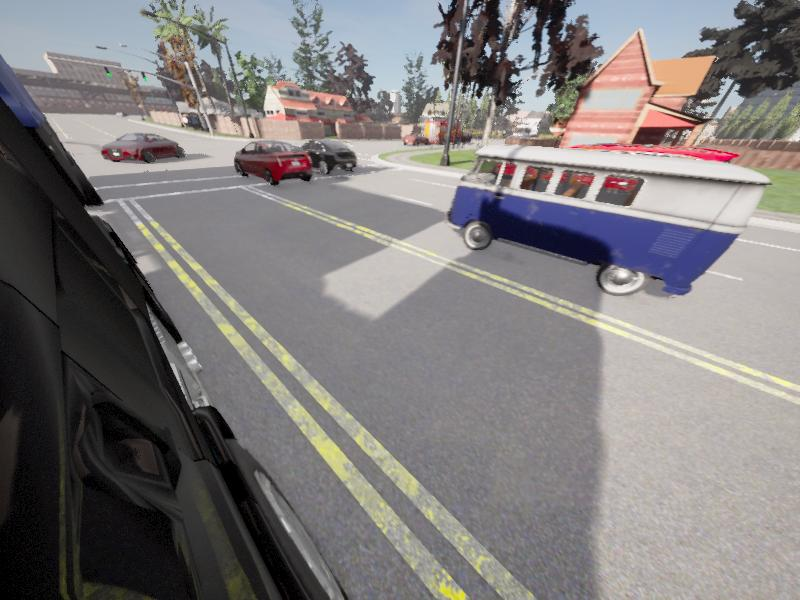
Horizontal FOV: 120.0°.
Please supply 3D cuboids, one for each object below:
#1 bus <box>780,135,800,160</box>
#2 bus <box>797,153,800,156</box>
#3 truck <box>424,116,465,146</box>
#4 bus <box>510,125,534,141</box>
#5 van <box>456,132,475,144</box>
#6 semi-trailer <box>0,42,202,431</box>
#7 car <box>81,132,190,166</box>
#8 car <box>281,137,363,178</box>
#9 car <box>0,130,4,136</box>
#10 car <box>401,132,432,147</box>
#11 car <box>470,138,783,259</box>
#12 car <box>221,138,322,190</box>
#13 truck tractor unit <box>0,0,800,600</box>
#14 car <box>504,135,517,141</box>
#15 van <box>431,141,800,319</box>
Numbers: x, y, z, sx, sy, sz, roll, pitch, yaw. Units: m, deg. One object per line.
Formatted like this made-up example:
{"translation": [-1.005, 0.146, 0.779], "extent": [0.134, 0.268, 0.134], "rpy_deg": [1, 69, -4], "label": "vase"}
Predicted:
{"translation": [76.359, -27.821, 41.894], "extent": [3.944, 4.253, 10.273], "rpy_deg": [28, 43, 30], "label": "bus"}
{"translation": [95.292, -33.784, 50.929], "extent": [3.944, 4.253, 10.273], "rpy_deg": [28, 44, 30], "label": "bus"}
{"translation": [7.920, -29.699, 40.746], "extent": [2.891, 3.827, 8.468], "rpy_deg": [27, 43, 29], "label": "truck"}
{"translation": [43.124, -58.633, 81.270], "extent": [3.944, 4.253, 10.273], "rpy_deg": [27, 43, 29], "label": "bus"}
{"translation": [13.314, -33.035, 47.079], "extent": [1.775, 1.987, 4.442], "rpy_deg": [25, 42, 27], "label": "van"}
{"translation": [-8.705, -3.586, 4.242], "extent": [14.254, 4.402, 2.717], "rpy_deg": [28, 44, 30], "label": "semi-trailer"}
{"translation": [-15.438, -9.215, 13.945], "extent": [1.994, 1.385, 4.181], "rpy_deg": [-1, 37, -4], "label": "car"}
{"translation": [-4.524, -8.362, 13.347], "extent": [4.892, 1.490, 1.837], "rpy_deg": [28, 44, 30], "label": "car"}
{"translation": [-41.699, -17.254, 22.849], "extent": [3.633, 1.501, 1.845], "rpy_deg": [28, 44, 30], "label": "car"}
{"translation": [2.593, -24.979, 35.945], "extent": [2.152, 1.651, 5.027], "rpy_deg": [27, 43, 29], "label": "car"}
{"translation": [5.298, -3.362, 6.756], "extent": [5.566, 2.045, 2.150], "rpy_deg": [28, 44, 30], "label": "car"}
{"translation": [-5.881, -6.365, 10.560], "extent": [4.514, 1.525, 2.007], "rpy_deg": [28, 44, 30], "label": "car"}
{"translation": [-2.645, -0.295, 0.351], "extent": [6.516, 4.208, 3.053], "rpy_deg": [28, 44, 30], "label": "truck tractor unit"}
{"translation": [35.754, -52.353, 74.685], "extent": [1.801, 1.575, 5.366], "rpy_deg": [27, 43, 29], "label": "car"}
{"translation": [3.078, -1.803, 4.589], "extent": [4.442, 1.987, 1.775], "rpy_deg": [28, 44, 30], "label": "van"}
